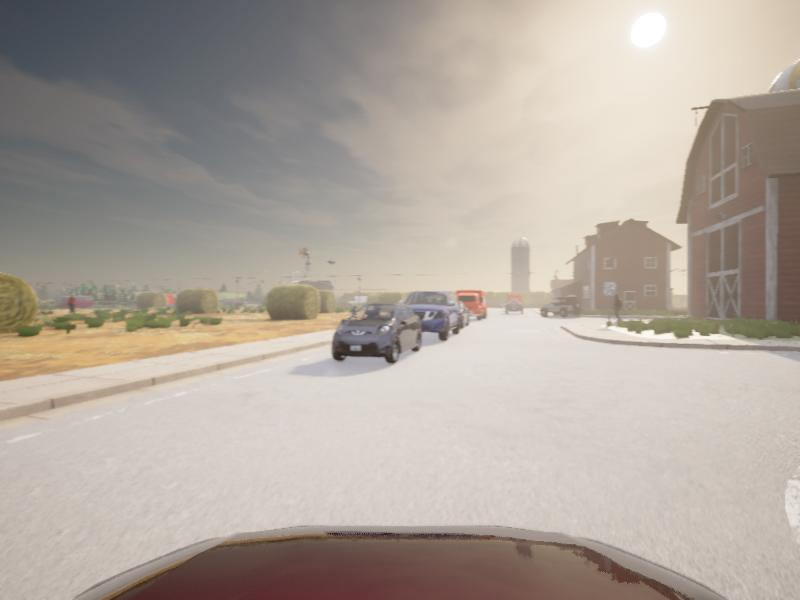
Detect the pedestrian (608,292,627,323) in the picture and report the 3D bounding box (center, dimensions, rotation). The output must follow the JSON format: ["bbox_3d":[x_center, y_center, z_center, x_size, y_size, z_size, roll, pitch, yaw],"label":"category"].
[{"bbox_3d":[13.562,0.464,24.956,0.751,1.860,0.751,0,0,-3],"label":"pedestrian"}]

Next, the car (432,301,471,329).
[{"bbox_3d":[3.177,0.855,24.150,1.789,1.549,3.705,0,0,16],"label":"car"}]

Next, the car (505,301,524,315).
[{"bbox_3d":[14.451,0.907,50.558,2.152,1.651,5.027,0,0,16],"label":"car"}]

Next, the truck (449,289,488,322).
[{"bbox_3d":[5.811,0.402,33.286,2.627,2.467,5.204,0,1,16],"label":"truck"}]

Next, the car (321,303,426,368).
[{"bbox_3d":[-0.548,0.830,11.267,1.845,1.501,3.633,0,0,16],"label":"car"}]

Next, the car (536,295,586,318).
[{"bbox_3d":[14.966,0.604,37.335,1.905,1.878,3.866,-6,1,-26],"label":"car"}]

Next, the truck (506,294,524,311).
[{"bbox_3d":[18.234,0.488,63.637,2.627,2.467,5.204,0,-2,16],"label":"truck"}]

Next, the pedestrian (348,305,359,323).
[{"bbox_3d":[-2.890,0.874,24.993,0.500,1.100,0.500,0,0,28],"label":"pedestrian"}]

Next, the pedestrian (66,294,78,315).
[{"bbox_3d":[-29.433,0.357,35.910,0.751,1.860,0.751,0,0,-33],"label":"pedestrian"}]

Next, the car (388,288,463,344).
[{"bbox_3d":[1.344,0.592,17.777,2.150,2.045,5.566,0,0,16],"label":"car"}]
